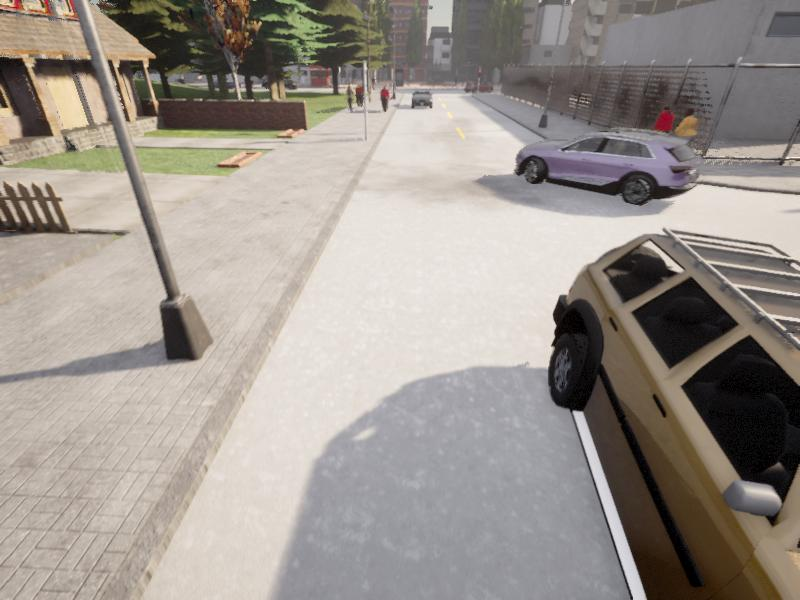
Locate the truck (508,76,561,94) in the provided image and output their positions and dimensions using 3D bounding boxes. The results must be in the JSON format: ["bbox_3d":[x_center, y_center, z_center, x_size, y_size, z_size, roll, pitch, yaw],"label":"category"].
[{"bbox_3d":[18.388,-29.503,54.873,6.274,2.098,2.390,2,30,2],"label":"truck"}]

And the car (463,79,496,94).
[{"bbox_3d":[10.858,-29.159,54.613,3.988,1.617,1.851,-15,34,-25],"label":"car"}]

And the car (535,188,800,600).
[{"bbox_3d":[2.468,0.999,2.568,1.932,1.855,4.605,9,32,3],"label":"car"}]

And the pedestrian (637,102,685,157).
[{"bbox_3d":[9.885,-6.475,15.216,0.751,1.860,0.751,0,30,-1],"label":"pedestrian"}]

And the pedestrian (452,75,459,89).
[{"bbox_3d":[8.614,-33.727,61.883,0.751,1.860,0.751,-3,30,-6],"label":"pedestrian"}]

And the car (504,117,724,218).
[{"bbox_3d":[5.702,-3.974,11.346,2.033,1.649,4.856,-28,41,-36],"label":"car"}]

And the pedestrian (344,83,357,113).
[{"bbox_3d":[-3.526,-14.409,28.541,0.751,1.860,0.751,2,30,3],"label":"pedestrian"}]

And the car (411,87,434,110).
[{"bbox_3d":[1.881,-17.186,34.048,1.816,1.474,4.193,2,30,2],"label":"car"}]

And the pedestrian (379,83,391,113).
[{"bbox_3d":[-1.072,-14.411,28.596,0.751,1.860,0.751,2,30,2],"label":"pedestrian"}]

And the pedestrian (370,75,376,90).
[{"bbox_3d":[-3.927,-31.552,58.102,0.751,1.860,0.751,2,30,2],"label":"pedestrian"}]

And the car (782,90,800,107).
[{"bbox_3d":[41.028,-19.557,38.859,5.357,1.415,2.033,2,30,2],"label":"car"}]

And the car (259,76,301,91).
[{"bbox_3d":[-16.812,-30.373,56.096,5.027,1.651,2.152,2,30,2],"label":"car"}]

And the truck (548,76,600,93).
[{"bbox_3d":[25.149,-31.328,58.139,6.274,2.098,2.390,2,30,2],"label":"truck"}]

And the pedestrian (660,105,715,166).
[{"bbox_3d":[9.978,-5.736,13.953,0.751,1.860,0.751,-10,32,-17],"label":"pedestrian"}]

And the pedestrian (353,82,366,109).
[{"bbox_3d":[-3.182,-15.987,31.250,0.751,1.860,0.751,7,31,11],"label":"pedestrian"}]

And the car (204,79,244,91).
[{"bbox_3d":[-24.768,-30.352,56.503,4.674,1.442,1.812,2,30,2],"label":"car"}]
